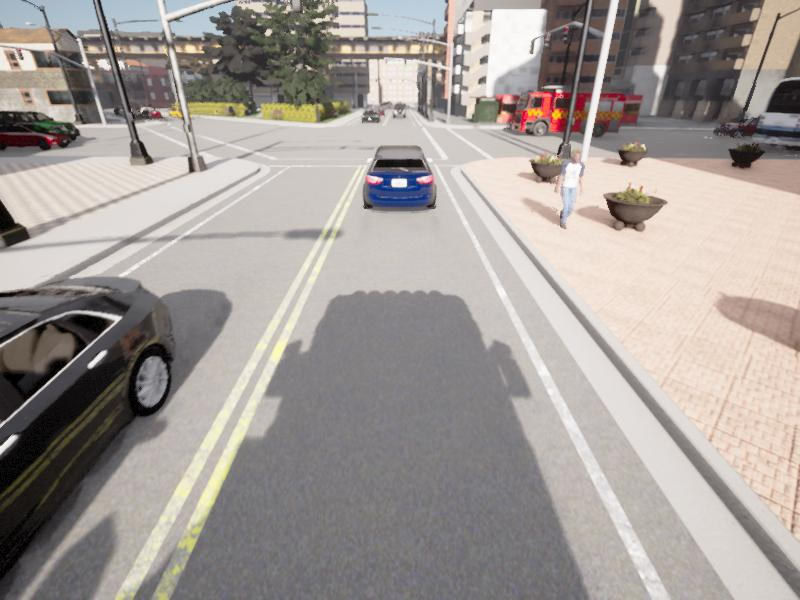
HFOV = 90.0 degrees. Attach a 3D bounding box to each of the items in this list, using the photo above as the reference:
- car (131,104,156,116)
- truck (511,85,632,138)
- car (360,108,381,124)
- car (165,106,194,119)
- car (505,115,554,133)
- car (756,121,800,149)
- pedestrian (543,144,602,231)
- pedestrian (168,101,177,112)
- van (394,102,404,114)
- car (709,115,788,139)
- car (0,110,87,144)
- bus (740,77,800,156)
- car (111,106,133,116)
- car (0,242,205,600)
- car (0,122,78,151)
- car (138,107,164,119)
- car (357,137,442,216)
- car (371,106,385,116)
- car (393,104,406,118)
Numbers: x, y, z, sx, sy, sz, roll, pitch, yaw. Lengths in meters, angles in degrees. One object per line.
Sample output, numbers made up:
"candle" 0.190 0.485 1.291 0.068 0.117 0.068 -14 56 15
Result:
"car" -45.611 -33.772 71.014 5.027 1.651 2.152 24 36 38
"truck" 14.340 -16.112 34.229 8.468 3.827 2.891 0 27 -1
"car" -3.590 -23.021 49.915 2.152 1.651 5.027 0 27 0
"car" -33.220 -28.261 60.261 5.366 1.575 1.801 24 36 38
"car" 12.195 -16.664 37.837 3.806 1.475 1.970 0 27 -1
"car" 29.061 -11.845 28.690 4.856 1.649 2.033 1 27 -1
"pedestrian" 4.000 -2.648 9.416 0.751 1.860 0.751 0 27 0
"pedestrian" -44.960 -38.236 79.105 0.751 1.860 0.751 16 31 28
"van" -0.131 -36.047 74.987 1.775 1.987 4.442 0 27 0
"car" 30.280 -15.096 34.906 4.553 1.767 2.097 1 27 -1
"car" -25.840 -12.124 28.046 5.566 2.045 2.150 0 27 -1
"bus" 28.731 -11.476 25.076 10.273 4.253 3.944 0 27 -1
"car" -47.447 -32.297 68.290 3.806 1.475 1.970 24 36 38
"car" -3.491 1.144 2.788 1.837 1.490 4.892 0 28 0
"car" -23.170 -10.260 25.054 4.193 1.474 1.816 0 27 0
"car" -36.688 -27.513 58.917 3.806 1.475 1.970 24 36 39
"car" -0.010 -4.198 13.047 2.242 1.667 4.611 0 27 0
"car" -3.615 -31.812 67.271 2.163 1.488 4.792 0 27 0
"car" -0.104 -29.298 61.906 1.905 1.878 3.866 0 27 0
